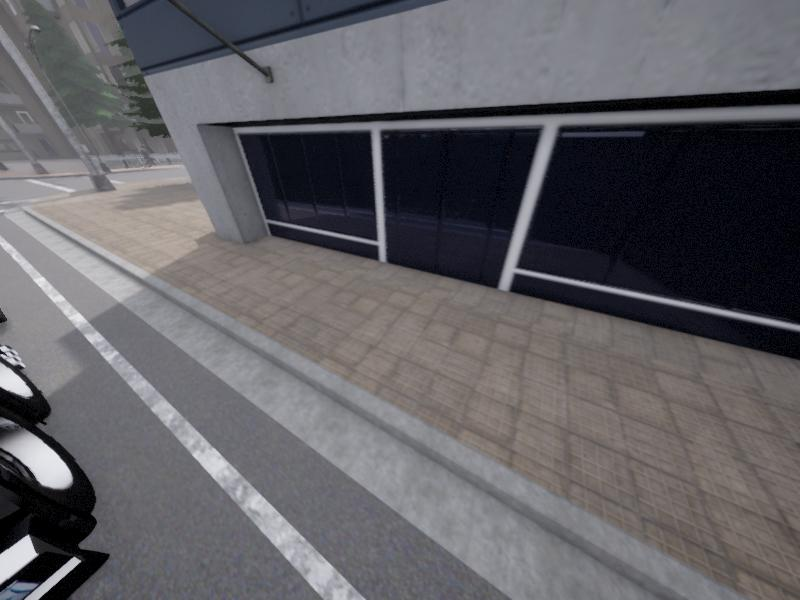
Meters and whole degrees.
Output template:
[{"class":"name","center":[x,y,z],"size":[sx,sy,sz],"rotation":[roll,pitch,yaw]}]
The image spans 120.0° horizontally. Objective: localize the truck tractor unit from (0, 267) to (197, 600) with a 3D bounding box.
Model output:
[{"class":"truck tractor unit","center":[-5.115,-0.297,0.770],"size":[6.516,4.208,3.053],"rotation":[18,39,24]}]
